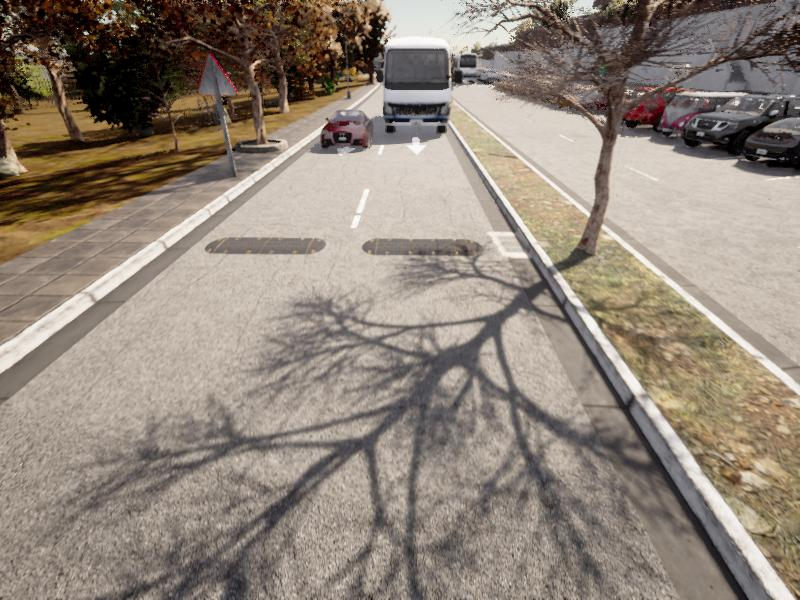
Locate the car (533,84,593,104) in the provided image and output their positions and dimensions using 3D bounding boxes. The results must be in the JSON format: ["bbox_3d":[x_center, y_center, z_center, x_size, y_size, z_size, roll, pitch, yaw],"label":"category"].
[{"bbox_3d":[15.121,-19.203,37.204,4.674,1.452,2.002,-9,32,-16],"label":"car"}]

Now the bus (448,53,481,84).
[{"bbox_3d":[10.782,-39.464,68.142,3.944,4.253,10.273,1,31,1],"label":"bus"}]

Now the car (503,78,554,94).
[{"bbox_3d":[15.225,-25.365,47.350,5.366,1.575,1.946,-9,33,-16],"label":"car"}]

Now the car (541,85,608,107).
[{"bbox_3d":[15.084,-17.685,34.648,4.792,1.488,2.163,-9,32,-16],"label":"car"}]

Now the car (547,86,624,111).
[{"bbox_3d":[14.816,-16.151,31.996,5.366,1.575,1.946,-9,32,-16],"label":"car"}]

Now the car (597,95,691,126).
[{"bbox_3d":[14.780,-11.593,24.368,4.674,1.452,2.002,-9,32,-16],"label":"car"}]

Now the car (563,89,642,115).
[{"bbox_3d":[14.893,-14.627,29.493,4.792,1.488,2.163,-9,32,-16],"label":"car"}]

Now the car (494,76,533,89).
[{"bbox_3d":[15.602,-29.986,55.083,4.674,1.452,2.002,-9,32,-16],"label":"car"}]

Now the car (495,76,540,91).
[{"bbox_3d":[15.363,-28.453,52.453,5.366,1.575,1.946,-9,33,-16],"label":"car"}]

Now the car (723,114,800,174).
[{"bbox_3d":[14.503,-5.594,14.052,4.892,1.521,2.231,-9,32,-16],"label":"car"}]

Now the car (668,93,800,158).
[{"bbox_3d":[14.556,-7.311,16.486,5.566,2.045,2.435,-9,32,-16],"label":"car"}]

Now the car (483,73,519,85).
[{"bbox_3d":[15.821,-34.626,62.722,4.892,1.521,2.231,-9,33,-16],"label":"car"}]

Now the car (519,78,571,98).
[{"bbox_3d":[15.236,-22.412,42.227,4.553,1.767,2.185,-9,32,-16],"label":"car"}]

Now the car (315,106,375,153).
[{"bbox_3d":[-2.259,-7.628,17.678,1.994,1.385,4.181,1,30,1],"label":"car"}]

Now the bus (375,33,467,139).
[{"bbox_3d":[1.009,-12.201,22.629,3.944,4.253,10.273,1,30,1],"label":"bus"}]

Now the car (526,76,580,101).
[{"bbox_3d":[15.089,-20.938,39.584,4.442,1.987,1.878,-9,33,-16],"label":"car"}]

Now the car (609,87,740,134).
[{"bbox_3d":[14.745,-10.338,21.659,5.566,2.045,2.435,-9,32,-16],"label":"car"}]

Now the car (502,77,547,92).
[{"bbox_3d":[15.496,-26.917,49.983,4.792,1.488,2.163,-9,32,-16],"label":"car"}]

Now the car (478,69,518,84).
[{"bbox_3d":[15.909,-36.386,65.165,5.566,2.045,2.435,-9,32,-16],"label":"car"}]

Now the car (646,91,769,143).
[{"bbox_3d":[14.540,-8.782,19.048,4.442,1.987,1.878,-9,32,-16],"label":"car"}]
